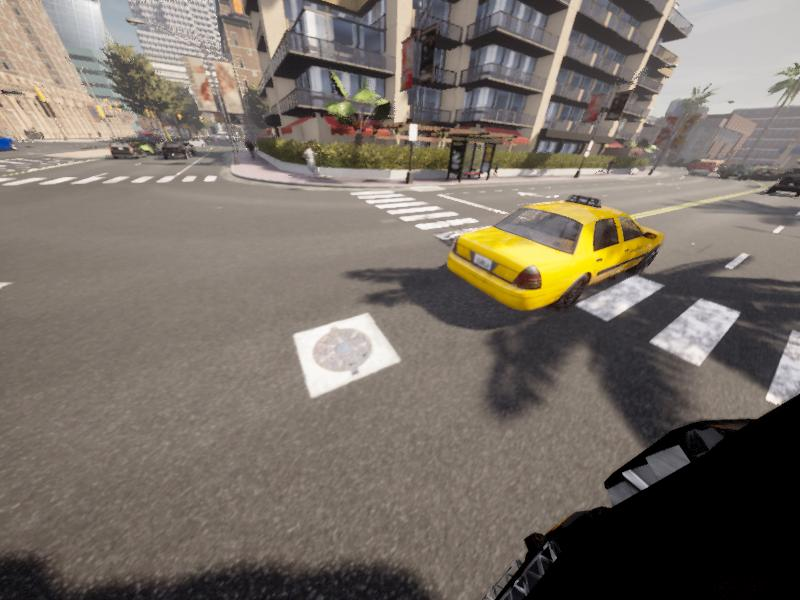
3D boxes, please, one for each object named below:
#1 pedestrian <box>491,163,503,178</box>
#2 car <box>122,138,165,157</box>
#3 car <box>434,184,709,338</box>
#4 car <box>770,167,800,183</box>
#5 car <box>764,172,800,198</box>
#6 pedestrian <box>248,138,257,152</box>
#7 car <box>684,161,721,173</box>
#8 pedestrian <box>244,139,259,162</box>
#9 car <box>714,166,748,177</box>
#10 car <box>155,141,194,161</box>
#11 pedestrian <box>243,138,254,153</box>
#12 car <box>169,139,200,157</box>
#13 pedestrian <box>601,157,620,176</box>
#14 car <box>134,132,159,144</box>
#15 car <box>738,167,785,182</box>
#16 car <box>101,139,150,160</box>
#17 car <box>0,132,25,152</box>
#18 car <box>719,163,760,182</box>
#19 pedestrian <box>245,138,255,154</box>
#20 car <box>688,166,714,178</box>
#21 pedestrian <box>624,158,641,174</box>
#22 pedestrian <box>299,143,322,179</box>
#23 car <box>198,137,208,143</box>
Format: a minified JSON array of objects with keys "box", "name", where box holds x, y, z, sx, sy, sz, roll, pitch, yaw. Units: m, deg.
[{"box":[8.318,-11.162,19.894,0.500,1.100,0.500,-14,37,-24],"name":"pedestrian"},{"box":[-28.889,-17.338,26.214,2.007,1.525,4.514,-16,38,-26],"name":"car"},{"box":[3.468,-1.231,4.600,5.366,1.575,1.801,-16,38,-26],"name":"car"},{"box":[60.027,-19.149,35.356,1.905,1.878,3.866,24,39,28],"name":"car"},{"box":[34.070,-10.029,20.019,3.988,1.617,1.851,-17,38,-27],"name":"car"},{"box":[-24.965,-26.209,39.125,0.751,1.860,0.751,-7,35,-15],"name":"pedestrian"},{"box":[66.786,-29.535,51.206,2.150,2.045,5.566,13,35,15],"name":"car"},{"box":[-14.563,-14.644,22.667,0.751,1.860,0.751,-17,38,-27],"name":"pedestrian"},{"box":[62.257,-24.248,43.560,1.994,1.385,4.181,18,37,22],"name":"car"},{"box":[-22.984,-15.372,23.760,1.837,1.490,4.892,-16,38,-26],"name":"car"},{"box":[-23.331,-23.799,35.654,0.751,1.860,0.751,-6,35,-13],"name":"pedestrian"},{"box":[-26.201,-18.588,28.210,1.851,1.617,3.988,-16,38,-26],"name":"car"},{"box":[25.631,-16.256,28.121,0.751,1.860,0.751,-15,38,-25],"name":"pedestrian"},{"box":[-57.063,-36.479,52.162,2.150,2.045,5.566,-16,38,-26],"name":"car"},{"box":[56.296,-19.654,36.126,2.242,1.667,4.611,24,39,28],"name":"car"},{"box":[-25.751,-14.273,21.856,1.789,1.549,3.705,-16,38,-26],"name":"car"},{"box":[-39.323,-14.975,21.888,1.882,1.535,5.008,-16,38,-26],"name":"car"},{"box":[49.747,-18.876,34.005,2.150,2.045,5.566,30,43,34],"name":"car"},{"box":[-21.583,-22.122,33.287,0.751,1.860,0.751,-16,38,-26],"name":"pedestrian"},{"box":[48.406,-20.653,37.230,1.895,1.301,4.718,30,42,34],"name":"car"},{"box":[31.917,-18.348,31.719,0.751,1.860,0.751,-17,39,-27],"name":"pedestrian"},{"box":[-5.632,-8.781,14.600,0.751,1.860,0.751,23,39,28],"name":"pedestrian"},{"box":[-64.783,-52.644,76.131,1.801,1.575,5.366,-16,38,-26],"name":"car"}]
